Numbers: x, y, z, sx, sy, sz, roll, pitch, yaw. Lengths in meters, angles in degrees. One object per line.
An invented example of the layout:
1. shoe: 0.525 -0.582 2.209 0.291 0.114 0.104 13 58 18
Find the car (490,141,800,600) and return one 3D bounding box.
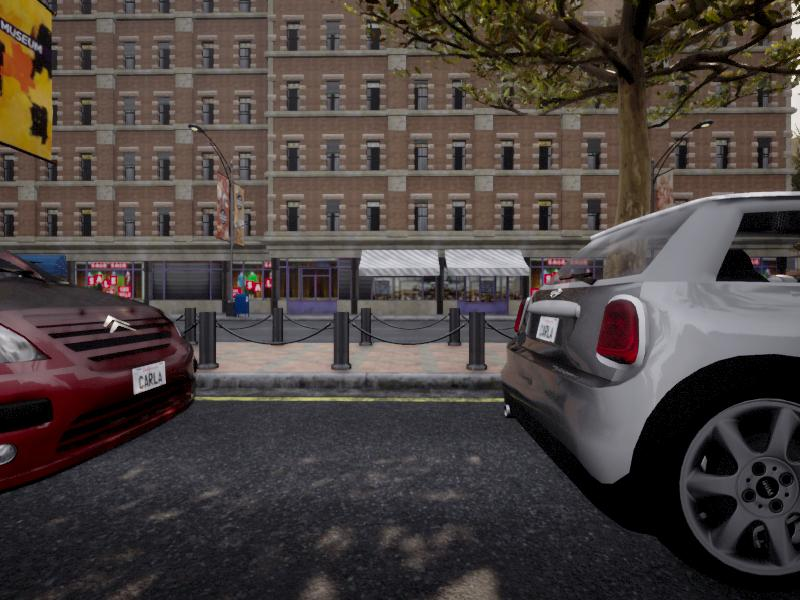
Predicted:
1. car: 2.600 0.253 2.173 3.806 1.475 1.970 0 0 1

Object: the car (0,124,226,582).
1. car: -3.390 0.188 2.287 3.988 1.617 1.851 0 0 1
